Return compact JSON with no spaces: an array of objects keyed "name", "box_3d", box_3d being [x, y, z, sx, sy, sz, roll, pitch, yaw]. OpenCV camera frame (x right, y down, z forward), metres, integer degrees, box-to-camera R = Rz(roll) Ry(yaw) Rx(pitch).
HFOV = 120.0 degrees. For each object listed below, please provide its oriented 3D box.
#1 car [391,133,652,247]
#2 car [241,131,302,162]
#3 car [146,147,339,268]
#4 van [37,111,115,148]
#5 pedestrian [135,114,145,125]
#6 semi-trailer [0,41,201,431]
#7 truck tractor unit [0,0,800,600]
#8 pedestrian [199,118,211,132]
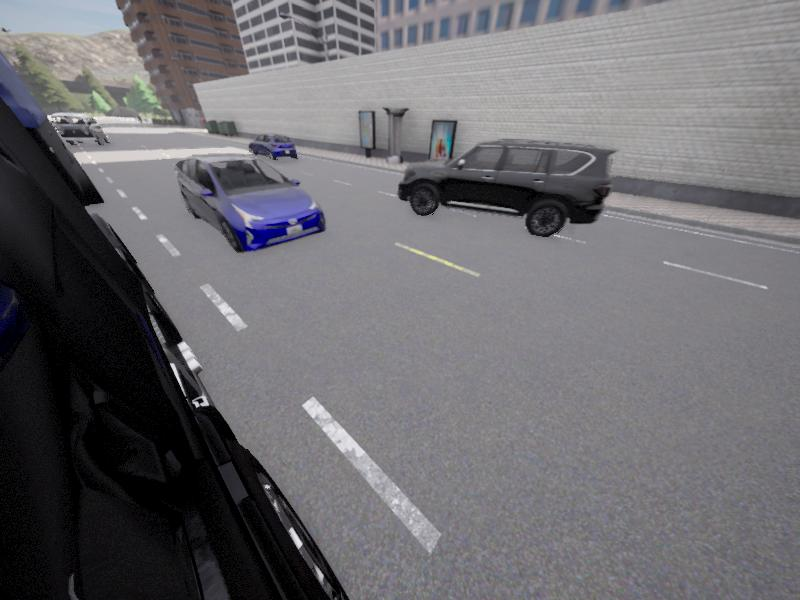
[{"name":"car","box_3d":[2.741,-3.455,6.729,5.566,2.045,2.150,16,39,18]},{"name":"car","box_3d":[-9.102,-10.908,16.356,4.193,1.474,1.816,28,44,30]},{"name":"car","box_3d":[-3.809,-2.574,5.560,4.514,1.525,2.007,28,44,30]},{"name":"van","box_3d":[-24.946,-13.343,18.088,2.069,2.038,4.480,-22,43,-30]},{"name":"pedestrian","box_3d":[-61.206,-42.520,54.414,0.751,1.860,0.751,32,46,33]},{"name":"semi-trailer","box_3d":[-8.683,-3.624,4.231,14.254,4.402,2.717,28,44,30]},{"name":"truck tractor unit","box_3d":[-2.645,-0.295,0.351,6.516,4.208,3.053,28,44,30]},{"name":"pedestrian","box_3d":[-34.740,-31.217,41.195,0.751,1.860,0.751,-5,38,-10]}]
